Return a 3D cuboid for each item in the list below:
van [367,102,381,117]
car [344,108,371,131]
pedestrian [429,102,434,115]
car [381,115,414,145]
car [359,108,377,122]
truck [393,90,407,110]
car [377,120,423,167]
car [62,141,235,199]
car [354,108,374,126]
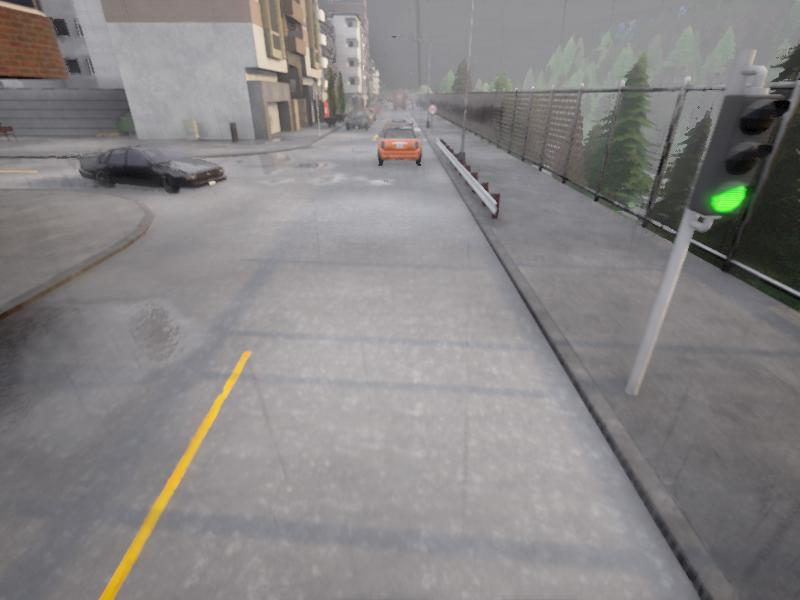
[{"bbox_3d":[-4.035,-29.744,62.377,1.775,1.987,4.442,0,27,0],"label":"van"},{"bbox_3d":[-4.018,-17.496,38.731,2.097,1.767,4.553,0,27,0],"label":"car"},{"bbox_3d":[5.092,-30.941,64.623,0.751,1.860,0.751,2,27,3],"label":"pedestrian"},{"bbox_3d":[-0.078,-12.601,29.409,2.152,1.651,5.027,1,27,2],"label":"car"},{"bbox_3d":[-4.026,-23.760,51.280,1.970,1.475,3.806,0,27,0],"label":"car"},{"bbox_3d":[-0.050,-44.685,89.487,2.891,3.827,8.468,0,27,0],"label":"truck"},{"bbox_3d":[-0.006,-8.103,20.457,2.097,1.767,4.553,0,27,0],"label":"car"},{"bbox_3d":[-8.963,-4.785,14.378,5.357,1.411,2.033,9,28,17],"label":"car"},{"bbox_3d":[-4.023,-20.651,45.110,1.801,1.575,5.366,0,27,0],"label":"car"}]
